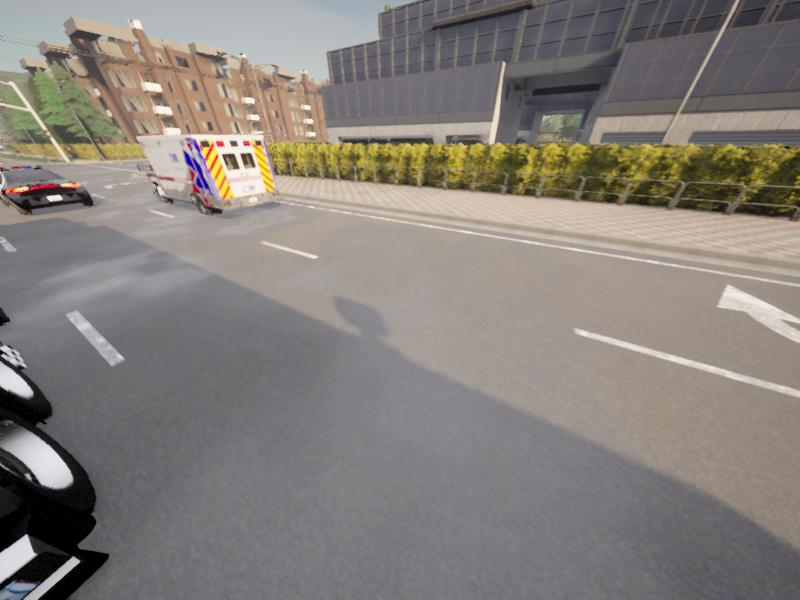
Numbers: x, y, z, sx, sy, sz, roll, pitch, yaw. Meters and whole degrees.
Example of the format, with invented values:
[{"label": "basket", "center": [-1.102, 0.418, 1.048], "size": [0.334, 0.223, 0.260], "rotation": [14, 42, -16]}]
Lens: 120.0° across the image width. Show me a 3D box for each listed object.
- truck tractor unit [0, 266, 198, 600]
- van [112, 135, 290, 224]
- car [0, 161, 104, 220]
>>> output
[{"label": "truck tractor unit", "center": [-5.120, -0.288, 0.778], "size": [6.516, 4.208, 3.053], "rotation": [18, 39, 24]}, {"label": "van", "center": [-7.875, -5.044, 9.229], "size": [6.366, 2.431, 2.351], "rotation": [18, 39, 24]}, {"label": "car", "center": [-15.259, -4.742, 9.671], "size": [4.974, 1.542, 2.038], "rotation": [18, 39, 24]}]
